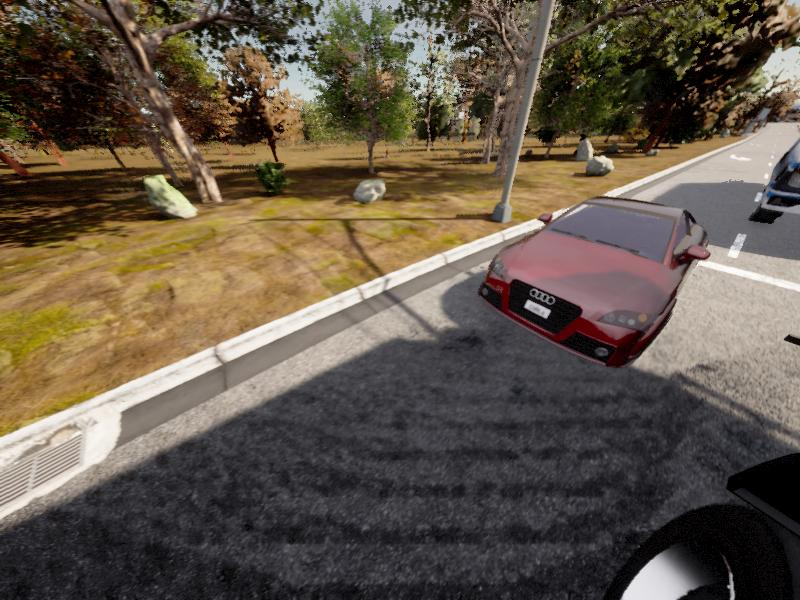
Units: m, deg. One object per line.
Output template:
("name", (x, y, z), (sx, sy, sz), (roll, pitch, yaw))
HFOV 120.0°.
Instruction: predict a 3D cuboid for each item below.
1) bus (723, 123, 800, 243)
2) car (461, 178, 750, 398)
("bus", (13.987, -4.577, 6.122), (10.273, 4.253, 3.944), (-25, 43, -28))
("car", (3.216, -0.779, 3.642), (4.181, 1.385, 1.994), (-25, 43, -29))
